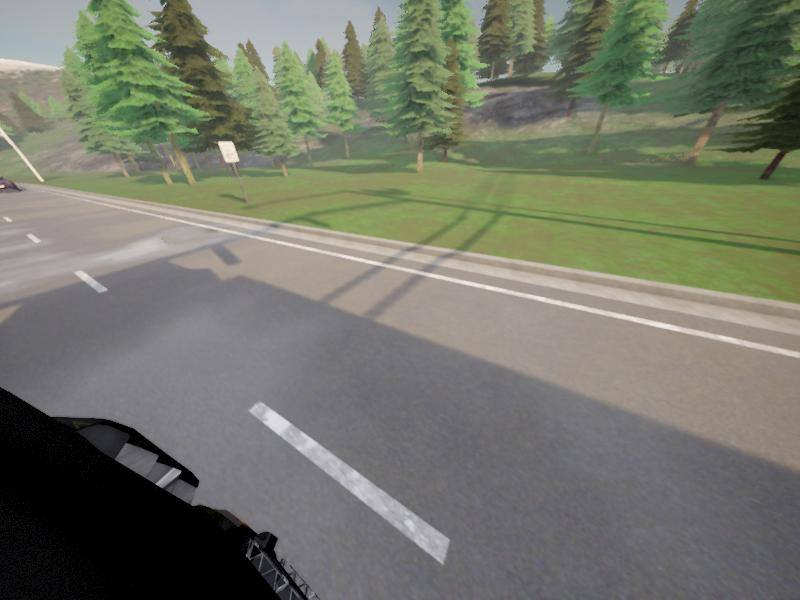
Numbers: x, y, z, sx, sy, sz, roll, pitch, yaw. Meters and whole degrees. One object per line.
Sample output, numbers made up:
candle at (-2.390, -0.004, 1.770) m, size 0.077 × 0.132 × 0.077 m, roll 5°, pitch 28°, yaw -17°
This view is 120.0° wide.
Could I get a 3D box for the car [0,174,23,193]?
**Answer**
car at (-41.690, -12.092, 23.984) m, size 4.193 × 1.474 × 1.816 m, roll 16°, pitch 38°, yaw 26°
